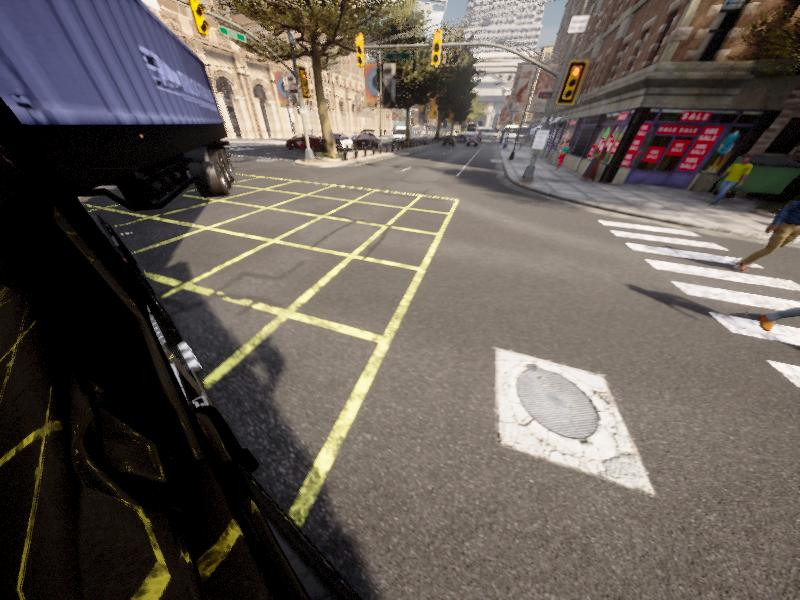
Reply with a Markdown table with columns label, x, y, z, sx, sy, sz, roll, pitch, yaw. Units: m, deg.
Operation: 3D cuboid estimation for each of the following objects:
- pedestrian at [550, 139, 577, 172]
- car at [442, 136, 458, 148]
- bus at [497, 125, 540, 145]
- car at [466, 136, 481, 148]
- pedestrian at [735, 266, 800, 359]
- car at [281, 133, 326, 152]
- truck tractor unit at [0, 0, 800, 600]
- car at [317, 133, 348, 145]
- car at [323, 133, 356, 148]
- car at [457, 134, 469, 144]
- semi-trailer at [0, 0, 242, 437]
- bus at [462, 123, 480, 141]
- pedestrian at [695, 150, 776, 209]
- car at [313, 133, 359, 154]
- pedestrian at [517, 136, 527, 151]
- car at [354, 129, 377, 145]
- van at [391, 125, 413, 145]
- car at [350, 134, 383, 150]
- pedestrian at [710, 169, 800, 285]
| label | x | y | z | sx | sy | sz | roll | pitch | yaw |
| --- | --- | --- | --- | --- | --- | --- | --- | --- | --- |
| pedestrian | 11.296 | -9.996 | 16.033 | 0.751 | 1.860 | 0.751 | 14 | 38 | 15 |
| car | 8.487 | -26.857 | 39.142 | 1.837 | 1.490 | 4.892 | 13 | 38 | 13 |
| bus | 34.863 | -48.907 | 68.270 | 10.273 | 4.253 | 3.944 | 18 | 39 | 20 |
| car | 13.554 | -29.208 | 42.614 | 2.038 | 1.542 | 4.974 | 13 | 38 | 13 |
| pedestrian | 5.506 | -0.162 | 2.663 | 0.751 | 1.860 | 0.751 | 9 | 37 | 8 |
| car | -9.774 | -16.283 | 23.791 | 1.994 | 1.385 | 4.181 | 13 | 38 | 13 |
| truck tractor unit | -2.645 | -0.295 | 0.351 | 6.516 | 4.208 | 3.053 | 28 | 44 | 30 |
| car | -9.494 | -22.928 | 32.806 | 1.895 | 1.301 | 4.718 | 13 | 38 | 13 |
| car | -7.545 | -20.219 | 29.239 | 1.994 | 1.385 | 4.181 | 14 | 38 | 14 |
| car | 15.073 | -38.580 | 55.252 | 2.033 | 1.649 | 4.856 | 13 | 38 | 13 |
| semi-trailer | -6.655 | -4.479 | 5.541 | 2.717 | 4.402 | 14.254 | -14 | 40 | -21 |
| bus | 22.840 | -53.545 | 73.713 | 3.944 | 4.253 | 10.273 | 13 | 38 | 13 |
| pedestrian | 12.668 | -4.558 | 8.806 | 0.751 | 1.860 | 0.751 | -12 | 39 | -19 |
| car | -6.285 | -15.898 | 23.372 | 2.038 | 1.542 | 4.974 | 13 | 38 | 13 |
| pedestrian | 18.583 | -23.914 | 35.255 | 0.751 | 1.860 | 0.751 | 15 | 38 | 16 |
| car | -5.169 | -24.641 | 34.910 | 1.905 | 1.878 | 3.866 | 13 | 38 | 13 |
| van | 0.430 | -28.156 | 39.472 | 1.988 | 2.561 | 5.915 | 13 | 38 | 13 |
| car | -4.042 | -19.808 | 28.899 | 2.033 | 1.411 | 5.357 | 13 | 38 | 13 |
| pedestrian | 7.391 | -1.342 | 4.379 | 0.751 | 1.860 | 0.751 | 15 | 38 | 16 |
